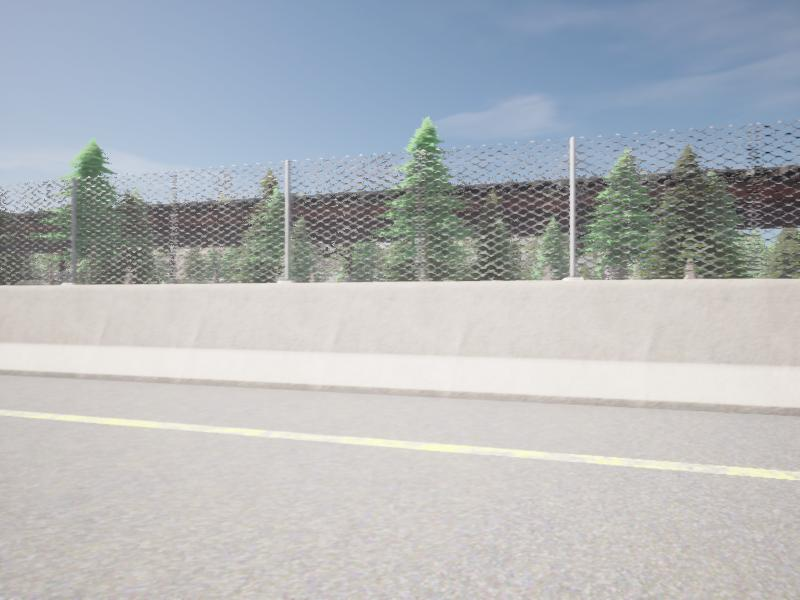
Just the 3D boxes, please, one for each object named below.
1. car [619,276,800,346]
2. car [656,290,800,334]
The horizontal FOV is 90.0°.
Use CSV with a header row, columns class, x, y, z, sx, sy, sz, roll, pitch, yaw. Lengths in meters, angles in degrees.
class,x,y,z,sx,sy,sz,roll,pitch,yaw
car,8.412,0.239,9.847,4.902,1.511,2.128,0,0,12
car,11.216,0.348,12.812,4.718,1.301,1.895,0,0,12
